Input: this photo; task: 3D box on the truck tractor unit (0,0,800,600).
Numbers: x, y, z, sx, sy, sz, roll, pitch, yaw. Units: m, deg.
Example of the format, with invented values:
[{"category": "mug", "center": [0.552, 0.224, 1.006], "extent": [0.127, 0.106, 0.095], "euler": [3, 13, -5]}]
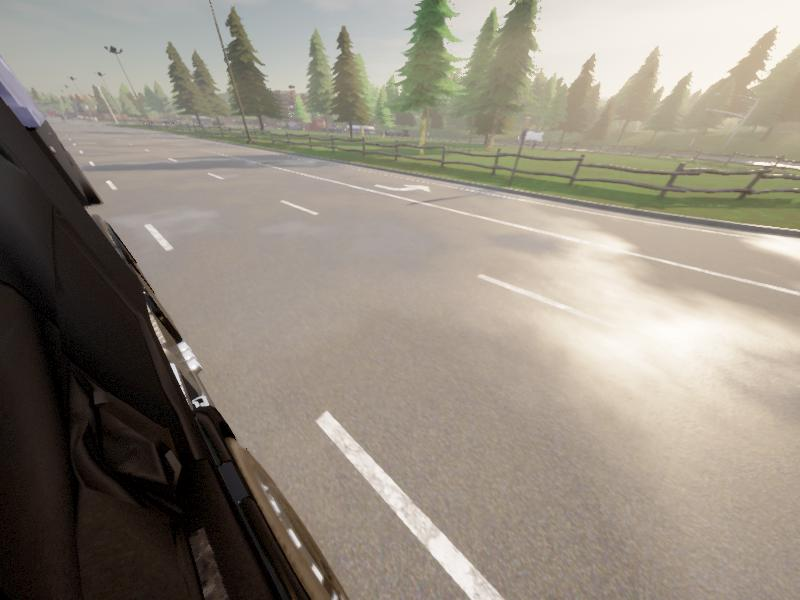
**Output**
[{"category": "truck tractor unit", "center": [-2.645, -0.295, 0.351], "extent": [6.516, 4.208, 3.053], "euler": [28, 44, 30]}]

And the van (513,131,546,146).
[{"category": "van", "center": [30.229, -37.910, 54.206], "extent": [5.915, 2.561, 1.988], "euler": [28, 44, 30]}]

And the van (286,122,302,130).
[{"category": "van", "center": [-41.349, -67.794, 90.069], "extent": [6.366, 2.431, 2.351], "euler": [28, 44, 30]}]

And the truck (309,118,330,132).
[{"category": "truck", "center": [-29.932, -65.019, 85.872], "extent": [8.468, 3.827, 2.891], "euler": [28, 44, 30]}]

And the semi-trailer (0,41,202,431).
[{"category": "semi-trailer", "center": [-8.706, -3.588, 4.235], "extent": [14.254, 4.402, 2.717], "euler": [28, 44, 30]}]

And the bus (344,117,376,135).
[{"category": "bus", "center": [-12.778, -55.954, 74.393], "extent": [10.273, 4.253, 3.944], "euler": [28, 44, 30]}]
